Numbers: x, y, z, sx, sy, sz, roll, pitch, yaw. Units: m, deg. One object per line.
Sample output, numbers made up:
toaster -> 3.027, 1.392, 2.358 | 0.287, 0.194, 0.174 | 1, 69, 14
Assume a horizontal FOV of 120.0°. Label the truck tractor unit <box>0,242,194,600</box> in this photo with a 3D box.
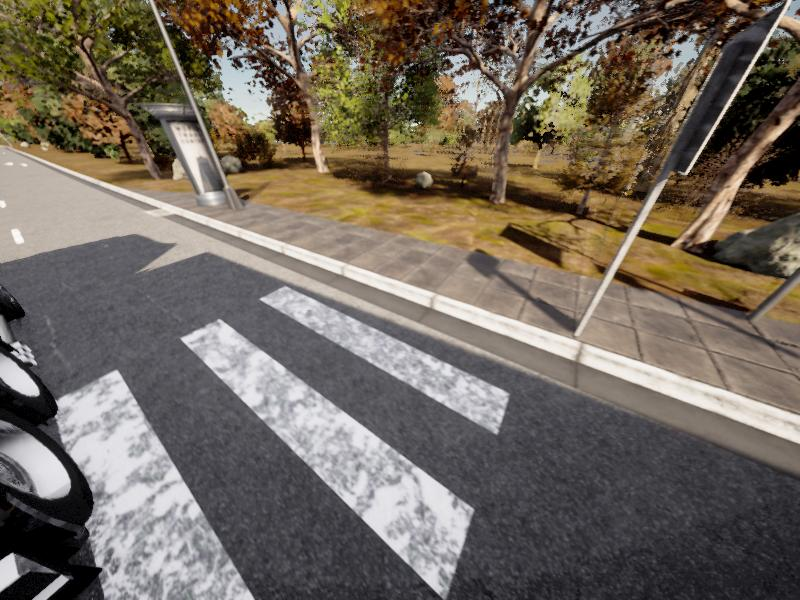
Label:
truck tractor unit -> -5.079, -0.331, 0.822 | 6.516, 4.208, 3.053 | 20, 40, 26
